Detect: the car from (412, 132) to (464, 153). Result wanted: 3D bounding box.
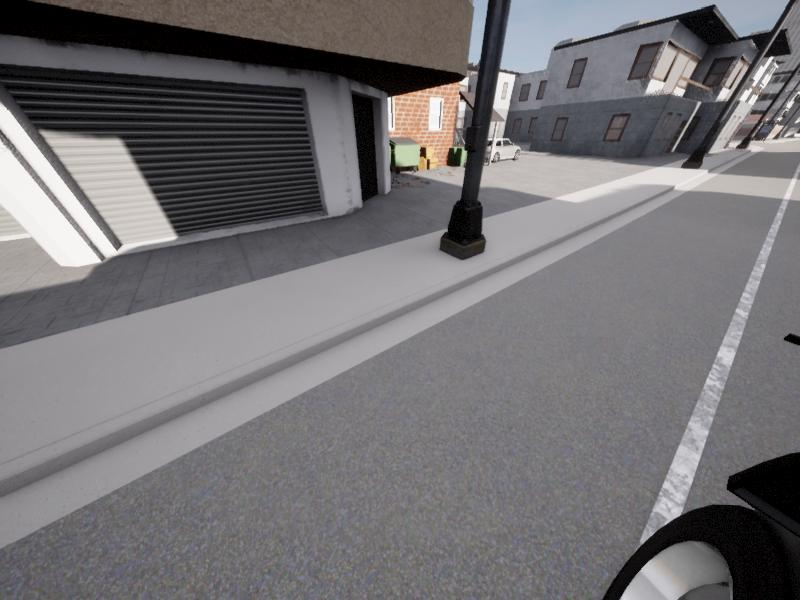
[{"bbox_3d":[3.849,-16.043,23.513,5.027,1.636,2.152,-22,41,-27],"label":"car"}]

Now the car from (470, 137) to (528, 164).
[{"bbox_3d":[7.609,-11.569,17.794,3.806,1.475,1.970,-23,41,-27],"label":"car"}]
